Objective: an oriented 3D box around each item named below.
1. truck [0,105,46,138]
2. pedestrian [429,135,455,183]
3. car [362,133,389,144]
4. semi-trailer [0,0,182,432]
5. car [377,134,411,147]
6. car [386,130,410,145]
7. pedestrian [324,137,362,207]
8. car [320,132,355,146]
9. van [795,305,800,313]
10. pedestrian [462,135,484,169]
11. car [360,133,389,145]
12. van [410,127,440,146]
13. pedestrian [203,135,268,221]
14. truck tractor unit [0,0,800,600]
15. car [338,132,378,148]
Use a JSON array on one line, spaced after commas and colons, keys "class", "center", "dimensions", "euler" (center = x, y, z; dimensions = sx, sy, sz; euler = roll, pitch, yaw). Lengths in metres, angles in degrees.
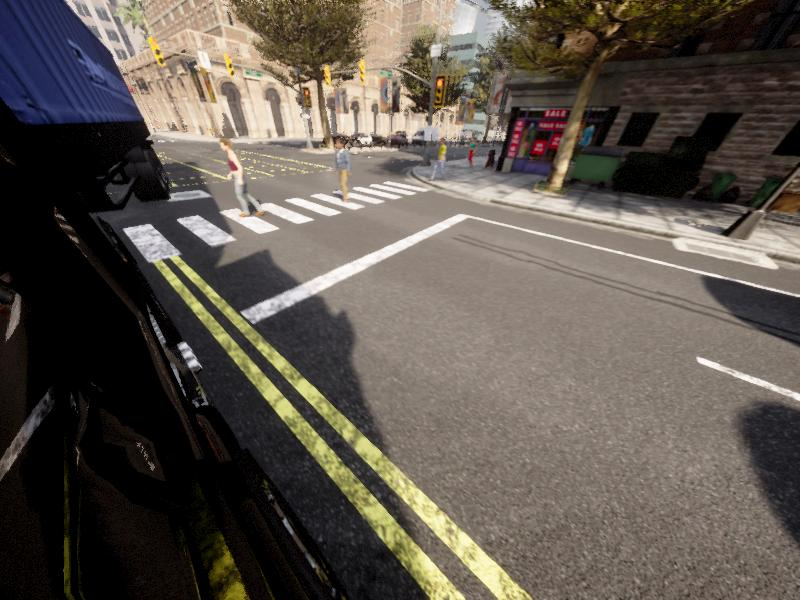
[{"class": "truck", "center": [-38.638, -17.848, 23.079], "dimensions": [5.204, 2.467, 2.627], "euler": [27, 43, 29]}, {"class": "pedestrian", "center": [1.928, -6.581, 10.824], "dimensions": [0.751, 1.860, 0.751], "euler": [-5, 37, -10]}, {"class": "car", "center": [-4.193, -28.016, 40.066], "dimensions": [1.895, 1.301, 4.718], "euler": [27, 43, 29]}, {"class": "semi-trailer", "center": [-7.801, -4.091, 4.952], "dimensions": [2.717, 4.402, 14.254], "euler": [-24, 44, -31]}, {"class": "car", "center": [-0.856, -24.010, 34.817], "dimensions": [2.033, 1.411, 5.357], "euler": [27, 43, 29]}, {"class": "car", "center": [-0.338, -27.883, 39.655], "dimensions": [1.905, 1.878, 3.866], "euler": [27, 43, 29]}, {"class": "pedestrian", "center": [-1.844, -4.193, 7.608], "dimensions": [0.751, 1.860, 0.751], "euler": [-27, 46, -34]}, {"class": "car", "center": [-8.408, -21.993, 31.613], "dimensions": [1.994, 1.385, 4.181], "euler": [27, 43, 29]}, {"class": "van", "center": [7.884, 0.675, 1.589], "dimensions": [4.480, 2.038, 2.069], "euler": [27, 43, 29]}, {"class": "pedestrian", "center": [4.958, -10.120, 15.798], "dimensions": [0.751, 1.860, 0.751], "euler": [-19, 42, -26]}, {"class": "car", "center": [-3.951, -25.126, 36.135], "dimensions": [1.994, 1.385, 4.181], "euler": [28, 43, 30]}, {"class": "van", "center": [4.298, -28.088, 39.692], "dimensions": [1.988, 2.561, 5.915], "euler": [27, 44, 29]}, {"class": "pedestrian", "center": [-4.170, -3.140, 6.033], "dimensions": [0.751, 1.860, 0.751], "euler": [-11, 39, -18]}, {"class": "truck tractor unit", "center": [-2.645, -0.295, 0.351], "dimensions": [6.516, 4.208, 3.053], "euler": [28, 44, 30]}, {"class": "car", "center": [-5.344, -20.910, 30.222], "dimensions": [2.038, 1.542, 4.974], "euler": [27, 43, 29]}]
